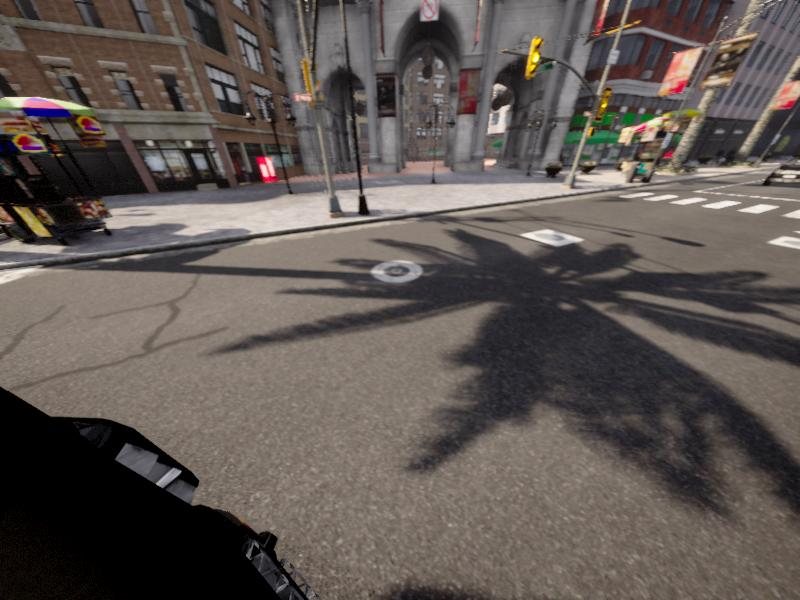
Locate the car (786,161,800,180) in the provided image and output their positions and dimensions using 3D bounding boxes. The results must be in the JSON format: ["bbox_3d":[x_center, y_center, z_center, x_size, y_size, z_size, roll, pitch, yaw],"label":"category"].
[{"bbox_3d":[29.845,-9.314,15.868,4.553,1.767,2.097,-15,35,-20],"label":"car"}]

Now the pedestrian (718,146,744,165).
[{"bbox_3d":[37.873,-16.530,26.453,0.751,1.860,0.751,-10,34,-13],"label":"pedestrian"}]

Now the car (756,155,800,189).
[{"bbox_3d":[23.999,-7.688,13.772,3.705,1.549,1.789,-15,35,-20],"label":"car"}]

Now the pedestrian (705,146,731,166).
[{"bbox_3d":[34.968,-15.789,25.404,0.751,1.860,0.751,-11,34,-15],"label":"pedestrian"}]

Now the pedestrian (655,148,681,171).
[{"bbox_3d":[25.947,-13.642,22.390,0.751,1.860,0.751,-12,34,-15],"label":"pedestrian"}]
